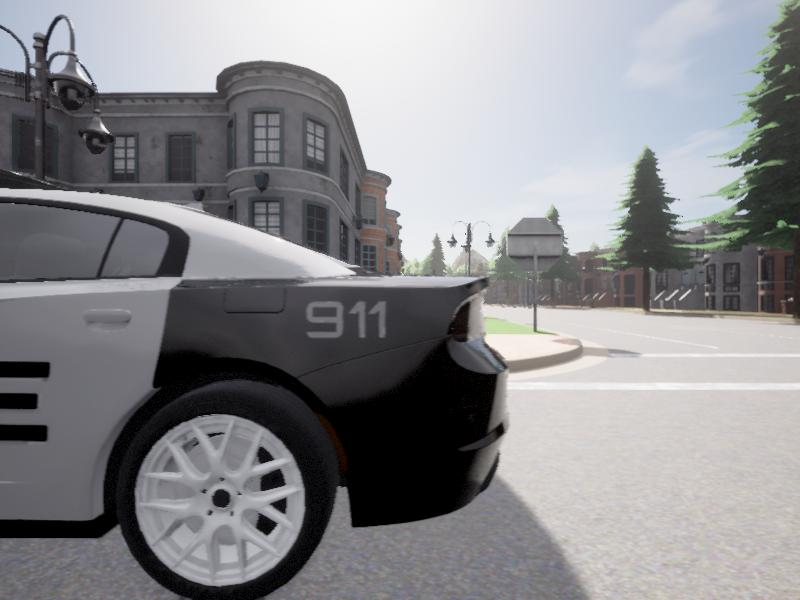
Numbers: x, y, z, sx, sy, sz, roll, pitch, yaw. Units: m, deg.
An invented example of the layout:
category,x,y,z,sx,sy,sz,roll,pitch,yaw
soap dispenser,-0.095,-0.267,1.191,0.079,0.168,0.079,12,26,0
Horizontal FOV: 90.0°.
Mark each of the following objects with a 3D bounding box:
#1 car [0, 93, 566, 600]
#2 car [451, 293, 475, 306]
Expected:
category,x,y,z,sx,sy,sz,roll,pitch,yaw
car,-2.099,0.180,2.230,5.238,1.638,1.930,0,0,1
car,10.030,-0.064,64.080,2.150,2.045,5.566,0,0,-11
